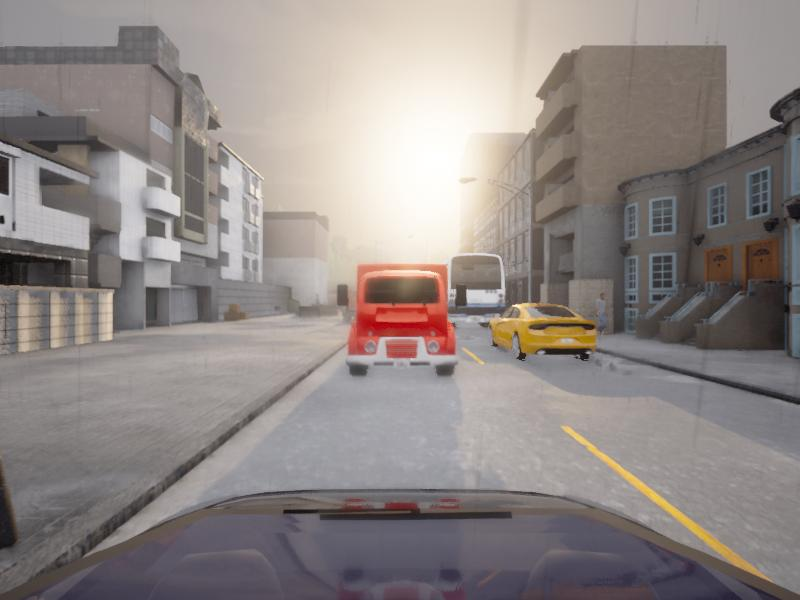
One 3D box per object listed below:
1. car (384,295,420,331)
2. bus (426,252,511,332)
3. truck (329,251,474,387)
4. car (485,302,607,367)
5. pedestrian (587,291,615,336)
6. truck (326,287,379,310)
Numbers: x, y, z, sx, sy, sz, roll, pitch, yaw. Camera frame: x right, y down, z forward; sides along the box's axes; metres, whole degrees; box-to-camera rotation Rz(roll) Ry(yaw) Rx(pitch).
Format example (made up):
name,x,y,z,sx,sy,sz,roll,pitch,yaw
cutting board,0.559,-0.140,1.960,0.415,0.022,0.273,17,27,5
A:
name,x,y,z,sx,sy,sz,roll,pitch,yaw
car,0.099,0.689,22.849,1.905,1.878,3.866,0,0,0
bus,3.993,-0.478,26.468,3.944,4.253,10.273,0,1,0
truck,0.044,0.393,9.883,2.627,2.467,5.204,0,-1,0
car,4.053,0.846,12.150,1.882,1.535,5.008,0,0,0
pedestrian,8.493,0.565,16.892,0.751,1.860,0.751,0,0,-29
truck,-7.870,-0.200,67.107,8.468,3.827,2.891,0,0,0
